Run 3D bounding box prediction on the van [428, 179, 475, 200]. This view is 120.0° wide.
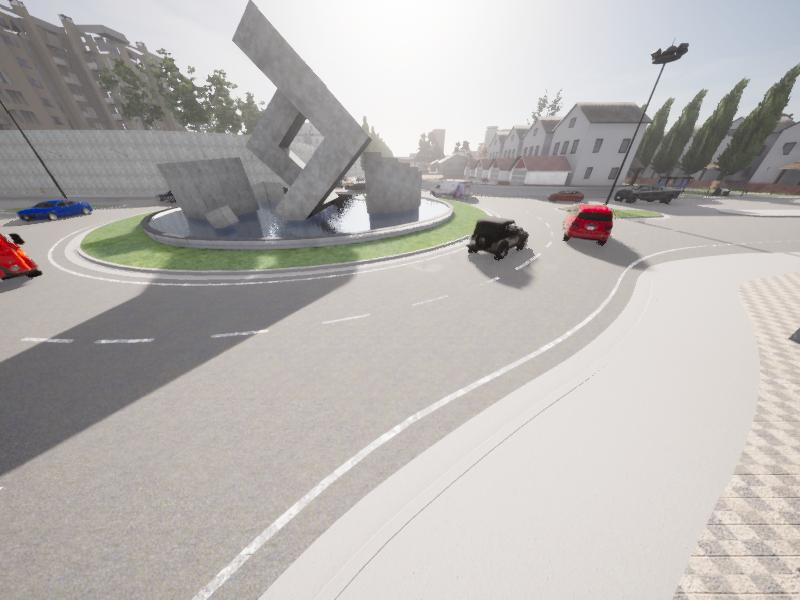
[{"bbox_3d":[7.591,-16.712,34.829,6.366,2.431,2.351,25,38,36],"label":"van"}]

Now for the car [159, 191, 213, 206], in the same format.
[{"bbox_3d":[-27.376,-13.144,29.770,1.895,1.301,4.718,9,31,16],"label":"car"}]

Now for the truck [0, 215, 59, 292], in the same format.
[{"bbox_3d":[-17.590,-1.999,9.300,5.204,2.467,2.627,14,33,23],"label":"truck"}]

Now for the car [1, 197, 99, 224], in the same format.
[{"bbox_3d":[-31.343,-8.255,21.071,1.882,1.535,5.008,-6,31,-10],"label":"car"}]

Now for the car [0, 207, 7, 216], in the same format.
[{"bbox_3d":[-41.014,-8.543,21.812,4.718,1.301,1.895,4,30,7],"label":"car"}]

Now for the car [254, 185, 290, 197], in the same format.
[{"bbox_3d":[-20.928,-17.898,37.865,4.674,1.442,1.812,-24,38,-35],"label":"car"}]

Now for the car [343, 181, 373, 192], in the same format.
[{"bbox_3d":[-8.014,-21.928,44.649,5.238,1.638,1.930,2,30,2],"label":"car"}]

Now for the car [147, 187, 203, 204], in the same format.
[{"bbox_3d":[-30.362,-14.314,31.456,2.033,1.649,4.856,9,31,16],"label":"car"}]

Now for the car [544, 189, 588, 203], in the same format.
[{"bbox_3d":[22.181,-13.984,31.058,4.193,1.474,1.816,7,31,12],"label":"car"}]

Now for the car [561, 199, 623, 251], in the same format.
[{"bbox_3d":[12.291,-5.198,15.266,2.150,2.045,5.566,17,34,26],"label":"car"}]

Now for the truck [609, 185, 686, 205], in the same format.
[{"bbox_3d":[31.381,-13.456,29.518,6.274,2.098,2.390,2,30,3],"label":"truck"}]

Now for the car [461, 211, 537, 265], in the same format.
[{"bbox_3d":[5.366,-3.512,12.502,3.866,1.878,1.905,-24,38,-35],"label":"car"}]

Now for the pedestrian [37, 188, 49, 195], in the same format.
[{"bbox_3d":[-56.801,-17.262,36.756,0.500,1.100,0.500,0,30,1],"label":"pedestrian"}]
